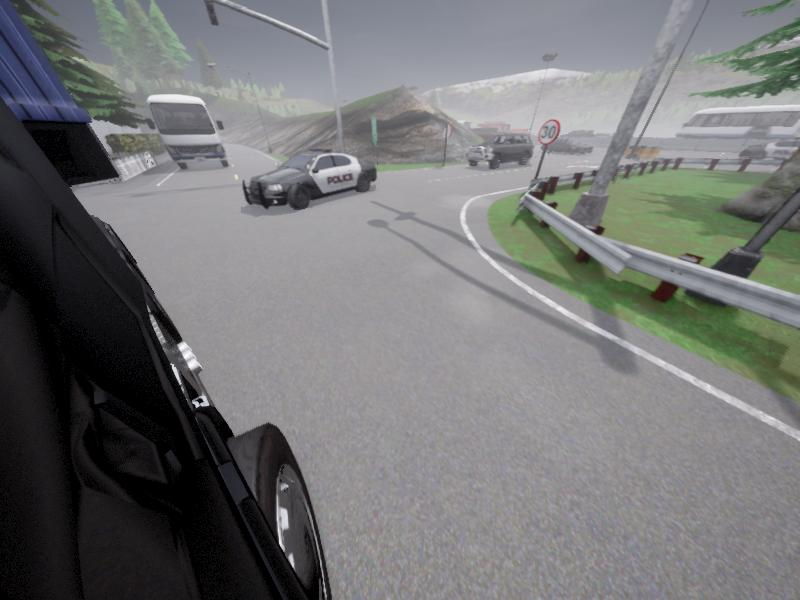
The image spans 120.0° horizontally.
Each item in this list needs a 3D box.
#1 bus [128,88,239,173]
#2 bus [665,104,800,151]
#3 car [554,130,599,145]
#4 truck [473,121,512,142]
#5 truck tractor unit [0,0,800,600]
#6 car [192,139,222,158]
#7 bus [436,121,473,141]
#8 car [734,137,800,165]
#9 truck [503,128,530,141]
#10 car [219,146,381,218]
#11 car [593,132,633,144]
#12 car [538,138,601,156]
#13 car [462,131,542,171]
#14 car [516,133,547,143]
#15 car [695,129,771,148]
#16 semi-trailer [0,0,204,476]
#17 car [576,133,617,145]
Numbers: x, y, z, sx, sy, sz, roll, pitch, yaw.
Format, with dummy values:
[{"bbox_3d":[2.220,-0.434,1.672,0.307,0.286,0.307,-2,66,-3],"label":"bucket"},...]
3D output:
[{"bbox_3d":[-16.399,-13.469,18.661,3.944,4.253,10.273,-20,41,-25],"label":"bus"},{"bbox_3d":[43.006,-22.141,29.779,3.944,4.253,10.273,-21,41,-25],"label":"bus"},{"bbox_3d":[31.021,-28.722,40.811,2.150,2.045,5.566,-21,41,-25],"label":"car"},{"bbox_3d":[22.401,-41.393,56.762,2.891,3.827,8.468,-21,41,-25],"label":"truck"},{"bbox_3d":[-2.645,-0.295,0.351,6.516,4.208,3.053,28,44,30],"label":"truck tractor unit"},{"bbox_3d":[-21.309,-16.868,25.691,2.007,1.525,4.514,-20,41,-25],"label":"car"},{"bbox_3d":[15.180,-48.179,65.786,3.944,4.253,10.273,-21,41,-25],"label":"bus"},{"bbox_3d":[29.066,-10.900,16.869,2.038,1.542,4.974,-21,40,-25],"label":"car"},{"bbox_3d":[29.479,-42.000,58.652,2.627,2.467,5.204,-21,41,-25],"label":"truck"},{"bbox_3d":[-3.077,-4.577,8.434,2.038,1.542,4.974,21,41,27],"label":"car"},{"bbox_3d":[38.516,-29.336,41.873,2.242,1.667,4.611,-21,41,-25],"label":"car"},{"bbox_3d":[18.021,-16.667,25.024,2.033,1.411,5.357,-11,37,-14],"label":"car"},{"bbox_3d":[6.493,-9.589,14.736,4.605,1.855,1.932,-21,41,-26],"label":"car"},{"bbox_3d":[28.269,-34.996,49.833,1.801,1.575,5.366,-21,41,-25],"label":"car"},{"bbox_3d":[45.972,-22.513,32.115,2.150,2.045,5.566,-21,41,-25],"label":"car"},{"bbox_3d":[-10.111,-0.744,0.699,14.254,4.402,2.717,-4,36,-5],"label":"semi-trailer"},{"bbox_3d":[34.932,-28.781,41.196,2.033,1.649,4.856,-21,41,-25],"label":"car"}]
